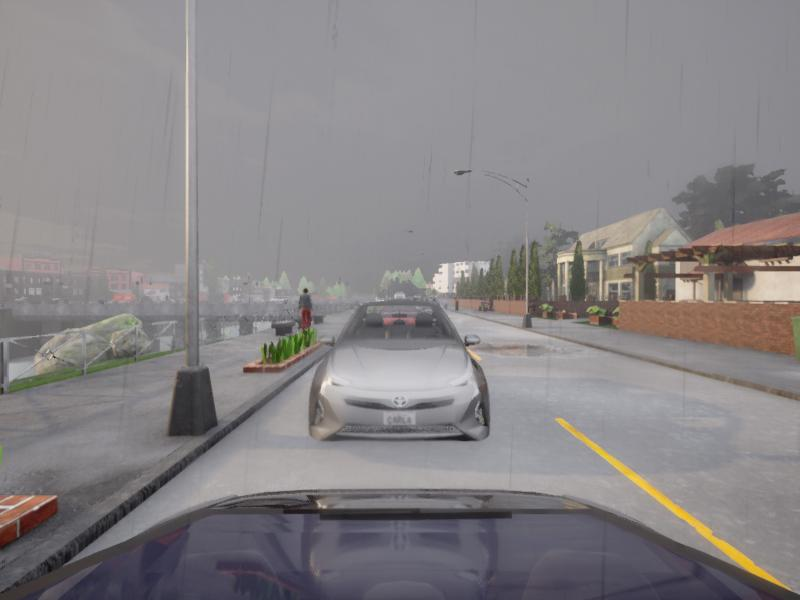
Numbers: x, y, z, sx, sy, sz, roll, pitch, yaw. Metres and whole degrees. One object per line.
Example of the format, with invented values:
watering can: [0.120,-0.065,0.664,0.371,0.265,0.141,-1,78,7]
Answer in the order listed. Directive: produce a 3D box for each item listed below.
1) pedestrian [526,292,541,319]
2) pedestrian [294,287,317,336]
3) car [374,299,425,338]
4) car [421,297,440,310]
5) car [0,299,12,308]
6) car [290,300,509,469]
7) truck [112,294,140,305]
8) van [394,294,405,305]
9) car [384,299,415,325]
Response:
pedestrian: [9.139,0.368,27.413,0.751,1.860,0.751,0,0,-1]
pedestrian: [-3.690,0.428,15.682,0.751,1.860,0.751,0,0,0]
car: [-0.015,0.712,18.079,2.007,1.525,4.514,0,0,0]
car: [3.957,0.451,52.908,2.242,1.667,4.611,0,0,0]
car: [-61.729,0.532,60.733,1.970,1.475,3.806,0,0,0]
car: [-0.006,0.778,5.929,2.007,1.525,4.514,0,0,0]
truck: [-61.762,-0.169,90.301,2.627,2.467,5.204,0,0,0]
van: [-0.067,-0.111,85.542,2.351,2.431,6.366,0,0,0]
car: [-0.019,0.698,25.370,1.816,1.474,4.193,0,1,0]
